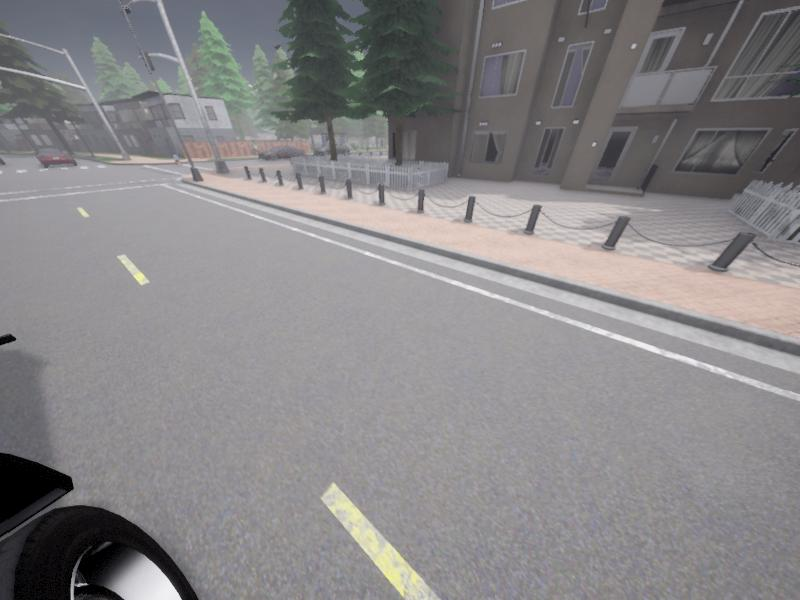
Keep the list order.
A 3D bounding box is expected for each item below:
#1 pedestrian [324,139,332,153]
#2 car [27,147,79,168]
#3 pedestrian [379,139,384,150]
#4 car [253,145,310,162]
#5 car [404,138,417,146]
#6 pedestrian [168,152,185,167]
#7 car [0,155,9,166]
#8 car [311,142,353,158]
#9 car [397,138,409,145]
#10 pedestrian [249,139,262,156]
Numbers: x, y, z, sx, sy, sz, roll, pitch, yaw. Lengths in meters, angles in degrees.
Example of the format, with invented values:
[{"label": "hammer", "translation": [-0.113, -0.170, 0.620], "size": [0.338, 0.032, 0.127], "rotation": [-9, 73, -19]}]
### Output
[{"label": "pedestrian", "translation": [-11.760, -25.171, 37.642], "size": [0.751, 1.860, 0.751], "rotation": [29, 44, 35]}, {"label": "car", "translation": [-31.493, -13.030, 20.989], "size": [4.181, 1.385, 1.994], "rotation": [23, 41, 29]}, {"label": "pedestrian", "translation": [-3.660, -30.949, 45.894], "size": [0.751, 1.860, 0.751], "rotation": [22, 41, 28]}, {"label": "car", "translation": [-13.685, -17.214, 27.046], "size": [2.033, 1.411, 5.357], "rotation": [25, 42, 30]}, {"label": "car", "translation": [3.328, -50.048, 73.085], "size": [1.932, 1.855, 4.605], "rotation": [23, 41, 29]}, {"label": "pedestrian", "translation": [-20.006, -12.611, 20.686], "size": [0.500, 1.100, 0.500], "rotation": [19, 39, 24]}, {"label": "car", "translation": [-38.339, -13.093, 21.039], "size": [4.181, 1.385, 1.994], "rotation": [19, 39, 24]}, {"label": "car", "translation": [-9.197, -20.588, 31.664], "size": [2.152, 1.651, 5.027], "rotation": [24, 42, 30]}, {"label": "car", "translation": [1.082, -50.741, 74.059], "size": [1.905, 1.878, 3.866], "rotation": [23, 41, 29]}, {"label": "pedestrian", "translation": [-18.662, -19.715, 29.855], "size": [0.751, 1.860, 0.751], "rotation": [24, 42, 30]}]
